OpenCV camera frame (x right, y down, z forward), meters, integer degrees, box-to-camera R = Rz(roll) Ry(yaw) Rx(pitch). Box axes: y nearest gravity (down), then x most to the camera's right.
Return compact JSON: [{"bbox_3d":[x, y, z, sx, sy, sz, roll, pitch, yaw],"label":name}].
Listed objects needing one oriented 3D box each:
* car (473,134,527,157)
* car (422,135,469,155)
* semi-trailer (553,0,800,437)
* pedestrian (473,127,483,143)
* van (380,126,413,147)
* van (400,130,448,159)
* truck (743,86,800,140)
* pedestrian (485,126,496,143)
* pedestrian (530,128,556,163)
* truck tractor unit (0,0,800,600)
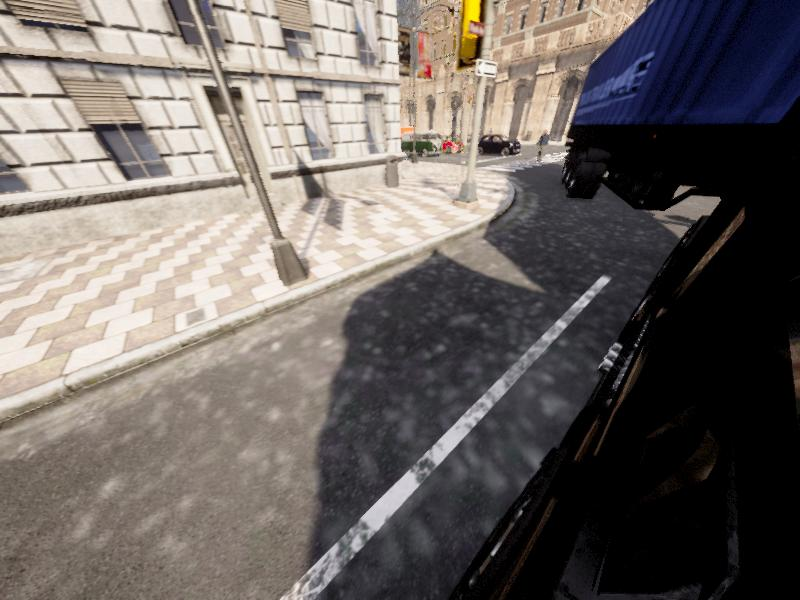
[{"bbox_3d":[8.574,-13.420,20.029,1.845,1.501,3.633,-27,43,-30],"label":"car"},{"bbox_3d":[4.607,-16.162,24.015,2.007,1.525,4.514,-27,43,-30],"label":"car"},{"bbox_3d":[6.569,-4.489,5.593,2.717,4.402,14.254,14,40,20],"label":"semi-trailer"},{"bbox_3d":[11.632,-24.604,34.416,0.751,1.860,0.751,-29,44,-31],"label":"pedestrian"},{"bbox_3d":[-0.642,-26.811,37.951,1.988,2.561,5.915,-27,43,-29],"label":"van"},{"bbox_3d":[2.139,-14.776,21.907,1.775,1.987,4.442,-27,43,-30],"label":"van"},{"bbox_3d":[38.143,-18.429,22.918,8.468,3.827,2.891,-27,43,-29],"label":"truck"},{"bbox_3d":[12.714,-23.262,32.525,0.751,1.860,0.751,-28,43,-30],"label":"pedestrian"},{"bbox_3d":[9.456,-10.226,15.319,0.751,1.860,0.751,-29,44,-31],"label":"pedestrian"},{"bbox_3d":[2.645,-0.295,0.351,6.516,4.208,3.053,-28,44,-30],"label":"truck tractor unit"}]
